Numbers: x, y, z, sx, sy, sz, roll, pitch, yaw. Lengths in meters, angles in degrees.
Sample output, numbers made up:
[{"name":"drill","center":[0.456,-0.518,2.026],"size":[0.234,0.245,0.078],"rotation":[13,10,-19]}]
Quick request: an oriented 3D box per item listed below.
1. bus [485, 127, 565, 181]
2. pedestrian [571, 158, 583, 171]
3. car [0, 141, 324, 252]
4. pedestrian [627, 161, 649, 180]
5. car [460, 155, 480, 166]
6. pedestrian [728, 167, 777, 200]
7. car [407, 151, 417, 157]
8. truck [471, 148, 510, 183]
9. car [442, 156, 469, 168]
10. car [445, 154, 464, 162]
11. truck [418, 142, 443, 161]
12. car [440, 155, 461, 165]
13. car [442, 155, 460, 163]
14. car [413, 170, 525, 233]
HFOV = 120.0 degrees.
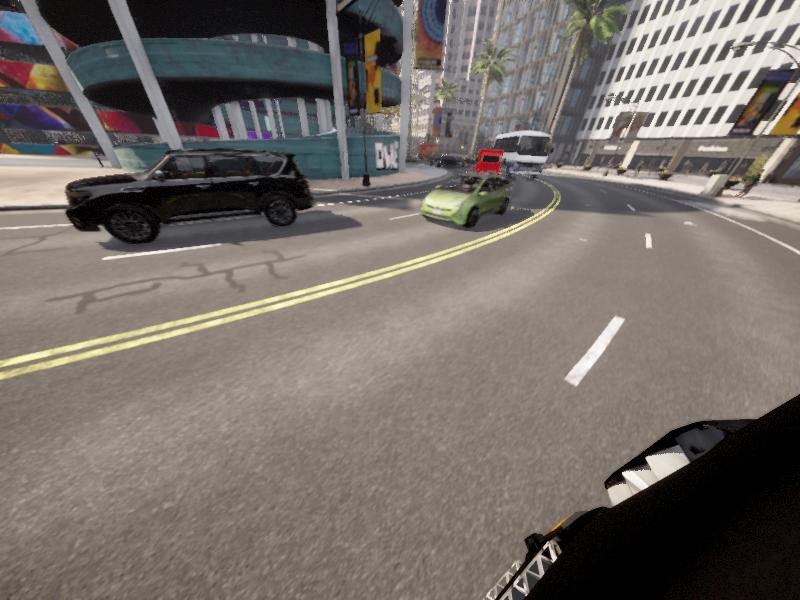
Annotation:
[{"name":"bus","center":[13.657,-16.980,26.972],"size":[3.944,4.253,10.273],"rotation":[4,33,2]},{"name":"pedestrian","center":[29.669,-22.778,38.734],"size":[0.751,1.860,0.751],"rotation":[13,35,15]},{"name":"car","center":[-5.473,-3.229,6.720],"size":[5.566,2.045,2.150],"rotation":[-19,39,-29]},{"name":"pedestrian","center":[26.823,-14.608,26.061],"size":[0.751,1.860,0.751],"rotation":[10,34,12]},{"name":"car","center":[13.720,-27.430,45.409],"size":[1.789,1.549,3.705],"rotation":[-8,35,-15]},{"name":"pedestrian","center":[23.023,-7.627,15.144],"size":[0.751,1.860,0.751],"rotation":[18,36,22]},{"name":"car","center":[4.360,-54.979,86.694],"size":[2.185,1.767,4.553],"rotation":[-9,35,-16]},{"name":"truck","center":[8.424,-12.811,21.875],"size":[2.627,2.467,5.204],"rotation":[12,35,13]},{"name":"car","center":[9.042,-22.870,38.173],"size":[2.128,1.511,4.902],"rotation":[-6,34,-13]},{"name":"car","center":[13.190,-34.673,56.491],"size":[2.128,1.511,4.902],"rotation":[-9,35,-16]},{"name":"truck","center":[7.761,-38.742,60.229],"size":[2.891,3.827,8.468],"rotation":[-9,35,-16]},{"name":"car","center":[9.932,-27.971,46.014],"size":[2.007,1.525,4.514],"rotation":[-9,35,-16]},{"name":"car","center":[11.355,-31.597,51.794],"size":[1.994,1.385,4.181],"rotation":[-9,35,-17]},{"name":"car","center":[2.783,-4.028,8.952],"size":[2.007,1.525,4.514],"rotation":[29,41,34]}]
